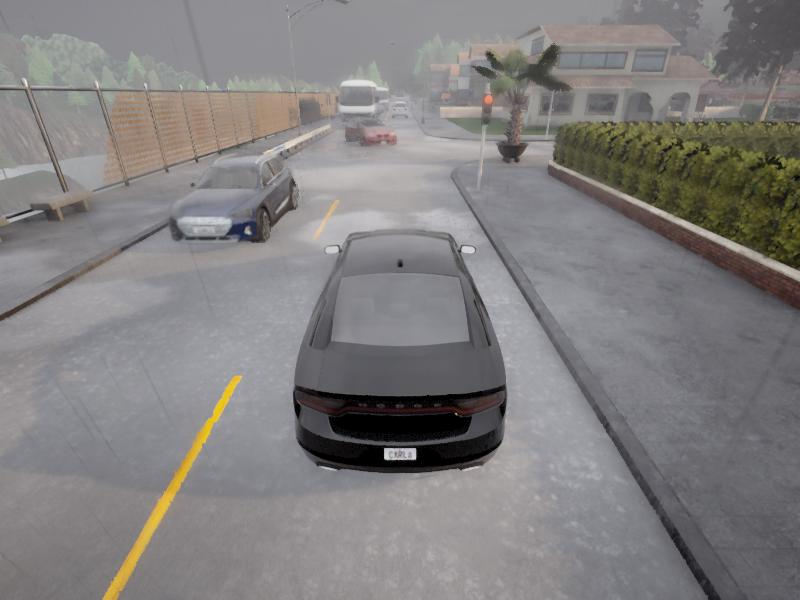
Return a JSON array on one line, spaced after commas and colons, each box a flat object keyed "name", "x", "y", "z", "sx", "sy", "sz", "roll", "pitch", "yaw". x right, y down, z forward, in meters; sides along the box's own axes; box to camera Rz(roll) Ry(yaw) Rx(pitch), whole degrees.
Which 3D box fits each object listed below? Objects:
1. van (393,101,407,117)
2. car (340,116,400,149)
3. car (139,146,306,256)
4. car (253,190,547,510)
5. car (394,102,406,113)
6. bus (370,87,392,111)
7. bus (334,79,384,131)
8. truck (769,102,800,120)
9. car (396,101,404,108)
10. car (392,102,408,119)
[{"name": "van", "x": 0.011, "y": -30.108, "z": 62.958, "sx": 2.069, "sy": 2.038, "sz": 4.480, "roll": 0, "pitch": 27, "yaw": 0}, {"name": "car", "x": -2.084, "y": -11.239, "z": 26.648, "sx": 2.242, "sy": 1.667, "sz": 4.611, "roll": -14, "pitch": 30, "yaw": -24}, {"name": "car", "x": -3.997, "y": -2.766, "z": 10.211, "sx": 2.033, "sy": 1.649, "sz": 4.856, "roll": 0, "pitch": 27, "yaw": 0}, {"name": "car", "x": 0.002, "y": -0.110, "z": 5.142, "sx": 1.882, "sy": 1.535, "sz": 5.008, "roll": 0, "pitch": 27, "yaw": 0}, {"name": "car", "x": 0.013, "y": -37.240, "z": 77.380, "sx": 2.242, "sy": 1.667, "sz": 4.611, "roll": 0, "pitch": 27, "yaw": 0}, {"name": "bus", "x": -3.865, "y": -42.029, "z": 83.717, "sx": 3.944, "sy": 4.253, "sz": 10.273, "roll": 0, "pitch": 27, "yaw": 0}, {"name": "bus", "x": -3.871, "y": -20.082, "z": 41.028, "sx": 3.944, "sy": 4.253, "sz": 10.273, "roll": 0, "pitch": 27, "yaw": 0}, {"name": "truck", "x": 53.539, "y": -25.249, "z": 53.427, "sx": 2.390, "sy": 2.098, "sz": 6.274, "roll": 0, "pitch": 27, "yaw": 0}, {"name": "car", "x": 0.017, "y": -48.751, "z": 99.773, "sx": 1.882, "sy": 1.535, "sz": 5.008, "roll": 0, "pitch": 27, "yaw": 0}, {"name": "car", "x": 0.009, "y": -27.117, "z": 57.127, "sx": 2.150, "sy": 2.045, "sz": 5.566, "roll": 0, "pitch": 27, "yaw": 0}]
